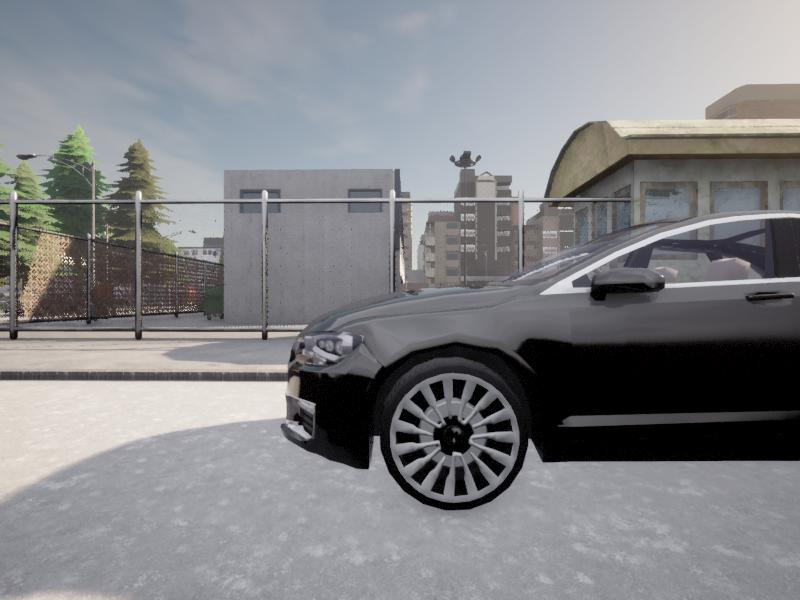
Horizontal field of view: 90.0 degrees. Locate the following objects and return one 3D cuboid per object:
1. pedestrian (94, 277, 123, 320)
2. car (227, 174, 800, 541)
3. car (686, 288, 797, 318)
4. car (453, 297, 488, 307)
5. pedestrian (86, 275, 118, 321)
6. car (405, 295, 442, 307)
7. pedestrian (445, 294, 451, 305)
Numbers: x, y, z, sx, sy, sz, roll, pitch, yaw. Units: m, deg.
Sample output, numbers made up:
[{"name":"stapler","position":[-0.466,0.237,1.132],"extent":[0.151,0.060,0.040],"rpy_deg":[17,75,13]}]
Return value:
[{"name":"pedestrian","position":[-12.798,-0.075,17.581],"extent":[0.751,1.860,0.751],"rpy_deg":[0,0,-4]},{"name":"car","position":[1.742,0.236,2.706],"extent":[4.902,1.511,2.128],"rpy_deg":[0,0,1]},{"name":"car","position":[17.629,0.159,20.794],"extent":[4.193,1.474,1.816],"rpy_deg":[0,0,1]},{"name":"car","position":[9.808,0.270,56.091],"extent":[4.674,1.442,1.812],"rpy_deg":[0,0,1]},{"name":"pedestrian","position":[-12.140,-0.075,16.310],"extent":[0.751,1.860,0.751],"rpy_deg":[0,0,2]},{"name":"car","position":[3.273,0.171,56.275],"extent":[5.238,1.638,1.930],"rpy_deg":[0,0,2]},{"name":"pedestrian","position":[7.629,-0.067,63.397],"extent":[0.751,1.860,0.751],"rpy_deg":[0,0,-8]}]
